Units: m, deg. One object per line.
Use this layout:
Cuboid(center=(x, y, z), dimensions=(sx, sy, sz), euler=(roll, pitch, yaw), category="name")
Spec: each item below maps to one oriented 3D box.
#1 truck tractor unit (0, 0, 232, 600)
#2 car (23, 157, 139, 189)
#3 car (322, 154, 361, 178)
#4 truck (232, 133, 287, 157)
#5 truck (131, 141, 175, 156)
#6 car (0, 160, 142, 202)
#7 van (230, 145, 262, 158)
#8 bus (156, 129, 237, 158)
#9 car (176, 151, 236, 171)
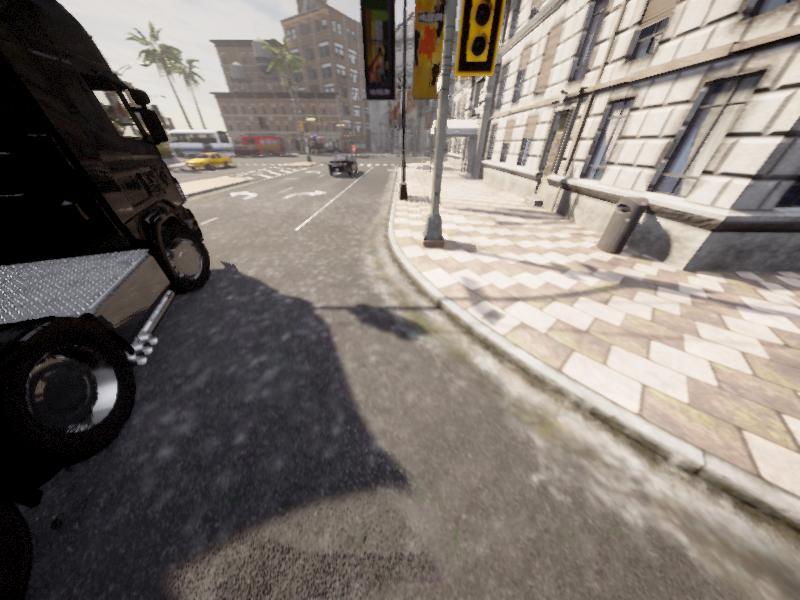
Cuboid(center=(-4.204, -0.754, 1.461), dimensions=(3.053, 4.208, 6.516), euler=(-14, 37, -19), category="truck tractor unit")
Cuboid(center=(-20.031, -8.237, 14.854), dimensions=(1.970, 1.475, 3.806), euler=(1, 34, 0), category="car")
Cuboid(center=(-4.980, -11.942, 20.381), dimensions=(2.128, 1.511, 4.902), euler=(0, 34, 0), category="car")
Cuboid(center=(-27.997, -31.085, 46.421), dimensions=(8.468, 3.827, 2.891), euler=(1, 34, 1), category="truck")
Cuboid(center=(-50.114, -30.785, 47.048), dimensions=(5.204, 2.467, 2.627), euler=(1, 34, 1), category="truck")
Cuboid(center=(-16.560, -6.250, 11.943), dimensions=(1.970, 1.475, 3.806), euler=(0, 34, 0), category="car")
Cuboid(center=(-29.353, -28.373, 44.050), dimensions=(4.442, 1.987, 1.775), euler=(1, 34, 1), category="van")
Cuboid(center=(-37.704, -29.341, 43.410), dimensions=(10.273, 4.253, 3.944), euler=(1, 34, 1), category="bus")
Cuboid(center=(-19.944, -14.624, 24.191), dimensions=(1.801, 1.575, 5.366), euler=(1, 34, 0), category="car")
